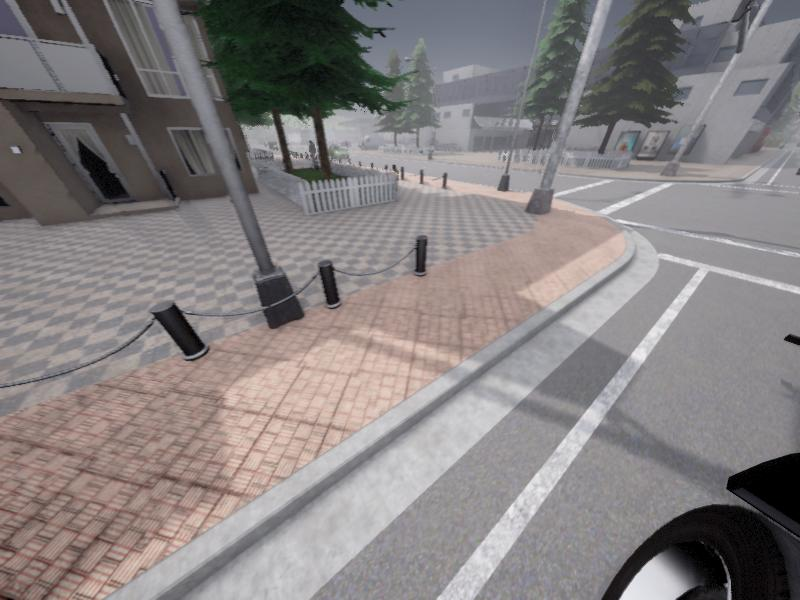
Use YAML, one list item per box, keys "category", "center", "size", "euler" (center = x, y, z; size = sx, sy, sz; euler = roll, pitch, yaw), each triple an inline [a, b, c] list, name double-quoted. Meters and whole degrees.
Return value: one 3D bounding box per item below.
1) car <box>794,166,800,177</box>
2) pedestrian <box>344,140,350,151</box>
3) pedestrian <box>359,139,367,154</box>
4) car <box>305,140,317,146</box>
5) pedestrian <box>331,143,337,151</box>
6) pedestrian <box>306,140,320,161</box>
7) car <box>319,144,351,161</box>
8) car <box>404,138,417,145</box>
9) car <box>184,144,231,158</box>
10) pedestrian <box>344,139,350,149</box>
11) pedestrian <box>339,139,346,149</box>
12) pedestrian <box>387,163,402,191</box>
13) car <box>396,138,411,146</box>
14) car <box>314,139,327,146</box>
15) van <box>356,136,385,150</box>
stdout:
- category: "car"
  center: [28.598, -9.051, 15.324]
  size: [4.181, 1.385, 1.994]
  euler: [-22, 41, -28]
- category: "pedestrian"
  center: [-10.501, -30.344, 45.357]
  size: [0.751, 1.860, 0.751]
  euler: [-15, 38, -20]
- category: "pedestrian"
  center: [-5.712, -23.961, 36.027]
  size: [0.751, 1.860, 0.751]
  euler: [20, 40, 27]
- category: "car"
  center: [-29.539, -52.379, 76.850]
  size: [2.007, 1.523, 4.514]
  euler: [-23, 41, -29]
- category: "pedestrian"
  center: [-13.623, -31.388, 47.357]
  size: [0.751, 1.300, 0.751]
  euler: [-23, 41, -28]
- category: "pedestrian"
  center: [-9.340, -15.988, 24.753]
  size: [0.751, 1.860, 0.751]
  euler: [-29, 44, -35]
- category: "car"
  center: [-8.195, -18.697, 29.180]
  size: [2.007, 1.525, 4.514]
  euler: [-24, 42, -30]
- category: "car"
  center: [3.010, -48.026, 69.964]
  size: [1.905, 1.878, 3.866]
  euler: [-23, 41, -29]
- category: "car"
  center: [-28.124, -21.899, 33.842]
  size: [5.008, 1.535, 1.882]
  euler: [-23, 41, -29]
- category: "pedestrian"
  center: [-11.675, -34.646, 51.197]
  size: [0.751, 1.860, 0.751]
  euler: [-22, 41, -28]
- category: "pedestrian"
  center: [-12.387, -33.666, 49.813]
  size: [0.751, 1.860, 0.751]
  euler: [10, 36, 14]
- category: "pedestrian"
  center: [-0.252, -5.752, 10.820]
  size: [0.500, 1.100, 0.500]
  euler: [-26, 43, -32]
- category: "car"
  center: [0.906, -46.822, 68.310]
  size: [1.932, 1.855, 4.605]
  euler: [-23, 41, -29]
- category: "car"
  center: [-27.036, -53.486, 78.384]
  size: [2.152, 1.636, 5.027]
  euler: [-23, 41, -29]
- category: "van"
  center: [-6.348, -34.047, 50.025]
  size: [5.915, 2.561, 1.988]
  euler: [-23, 41, -29]
